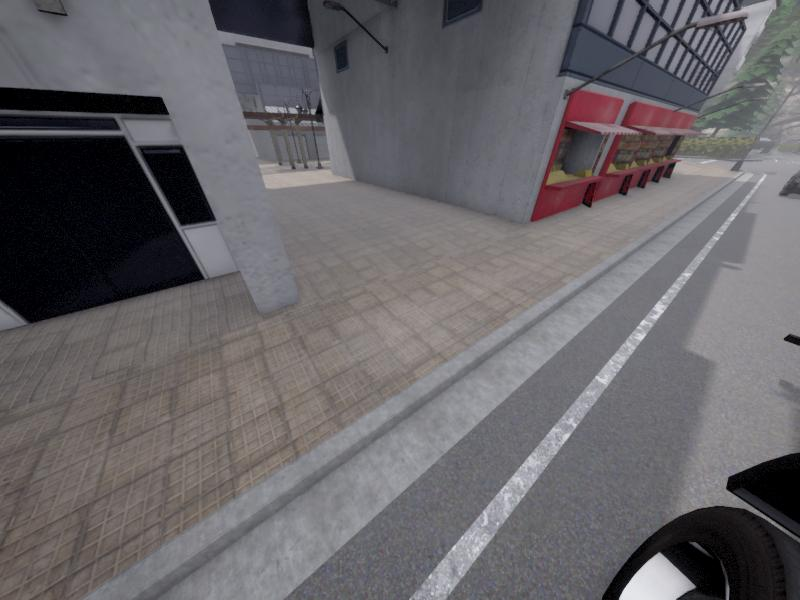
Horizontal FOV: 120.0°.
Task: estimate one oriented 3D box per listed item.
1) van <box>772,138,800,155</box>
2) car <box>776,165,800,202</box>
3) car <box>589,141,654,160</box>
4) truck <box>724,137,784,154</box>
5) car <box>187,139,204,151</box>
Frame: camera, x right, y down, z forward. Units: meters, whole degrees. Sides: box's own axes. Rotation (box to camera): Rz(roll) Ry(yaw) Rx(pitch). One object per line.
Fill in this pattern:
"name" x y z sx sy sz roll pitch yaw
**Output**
"van" 57.067 -22.088 33.150 1.775 1.987 4.442 18 39 24
"car" 18.600 -5.179 9.950 4.181 1.385 1.994 -23 41 -28
"car" 24.814 -16.968 26.075 2.242 1.667 4.611 -24 41 -30
"truck" 55.159 -24.346 36.269 2.390 2.098 6.274 16 38 22
"car" -40.279 -30.453 45.422 1.905 1.878 3.866 -23 41 -29
